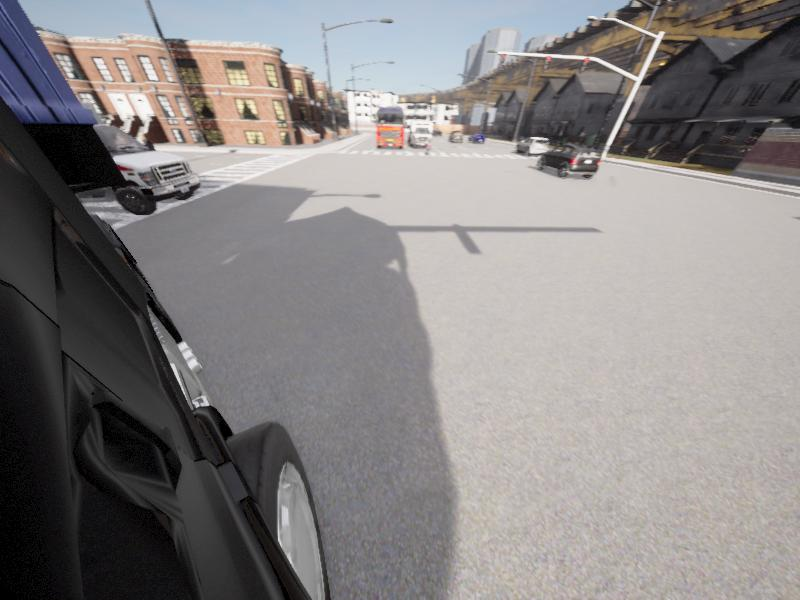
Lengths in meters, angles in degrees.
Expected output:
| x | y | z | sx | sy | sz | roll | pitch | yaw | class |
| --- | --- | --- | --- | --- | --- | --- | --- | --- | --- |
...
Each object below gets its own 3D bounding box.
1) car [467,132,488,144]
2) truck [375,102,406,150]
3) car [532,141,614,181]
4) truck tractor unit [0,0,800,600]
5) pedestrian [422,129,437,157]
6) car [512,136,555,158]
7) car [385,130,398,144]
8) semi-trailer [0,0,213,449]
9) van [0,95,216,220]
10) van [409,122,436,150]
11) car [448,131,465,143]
| x | y | z | sx | sy | sz | roll | pitch | yaw | class |
| --- | --- | --- | --- | --- | --- | --- | --- | --- | --- |
| 12.680 | -26.730 | 38.064 | 1.812 | 1.442 | 4.674 | 0 | 37 | -2 | car |
| -1.035 | -19.823 | 26.441 | 2.891 | 3.827 | 8.468 | 0 | 37 | -2 | truck |
| 9.772 | -8.207 | 13.488 | 1.789 | 1.549 | 3.705 | 0 | 37 | -2 | car |
| -2.645 | -0.295 | 0.351 | 6.516 | 4.208 | 3.053 | 28 | 44 | 30 | truck tractor unit |
| 2.473 | -13.357 | 19.665 | 0.751 | 1.860 | 0.751 | -29 | 47 | -34 | pedestrian |
| 13.044 | -15.172 | 22.849 | 1.970 | 1.475 | 3.806 | 0 | 37 | -2 | car |
| -1.216 | -23.776 | 33.560 | 1.837 | 1.490 | 4.892 | 0 | 37 | -2 | car |
| -10.030 | -1.886 | 1.966 | 14.254 | 4.402 | 2.717 | 7 | 37 | 7 | semi-trailer |
| -9.431 | -3.758 | 6.114 | 6.366 | 2.431 | 2.351 | -1 | 37 | -3 | van |
| 2.492 | -19.570 | 27.410 | 2.351 | 2.431 | 6.366 | 1 | 37 | -1 | van |
| 9.182 | -26.875 | 38.017 | 1.789 | 1.549 | 3.705 | 0 | 37 | -2 | car |
